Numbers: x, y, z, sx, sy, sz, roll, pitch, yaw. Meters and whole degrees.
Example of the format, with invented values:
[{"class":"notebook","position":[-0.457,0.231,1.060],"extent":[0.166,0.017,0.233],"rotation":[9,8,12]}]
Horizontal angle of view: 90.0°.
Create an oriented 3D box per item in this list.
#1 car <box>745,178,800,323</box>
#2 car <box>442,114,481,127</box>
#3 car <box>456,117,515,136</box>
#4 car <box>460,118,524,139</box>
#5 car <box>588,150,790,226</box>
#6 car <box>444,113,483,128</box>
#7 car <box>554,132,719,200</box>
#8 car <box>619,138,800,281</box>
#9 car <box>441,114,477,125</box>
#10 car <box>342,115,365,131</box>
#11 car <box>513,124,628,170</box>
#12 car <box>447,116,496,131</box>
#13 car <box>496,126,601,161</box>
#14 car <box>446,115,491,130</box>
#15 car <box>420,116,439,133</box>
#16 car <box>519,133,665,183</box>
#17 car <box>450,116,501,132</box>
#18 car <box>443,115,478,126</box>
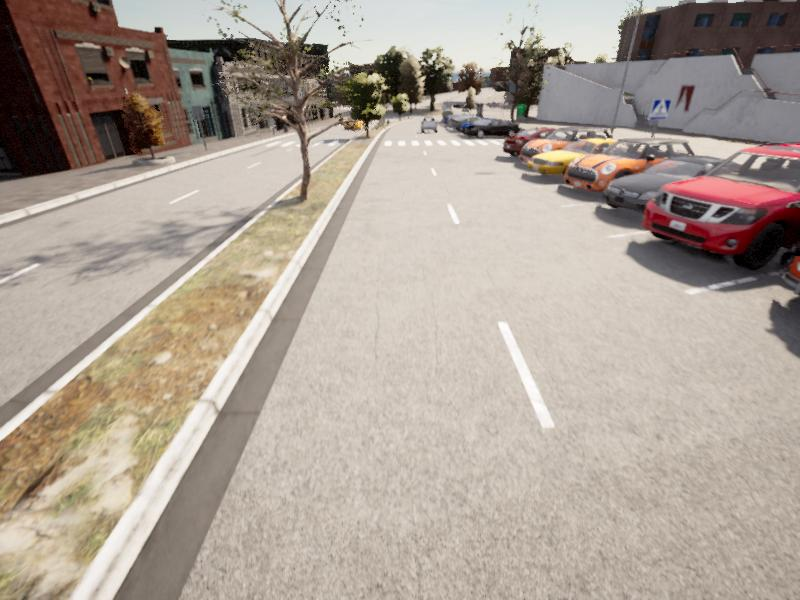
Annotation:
[{"class":"car","position":[7.970,-0.806,5.886],"extent":[4.442,1.987,1.878],"rotation":[-9,29,-18]},{"class":"car","position":[8.700,-25.418,56.642],"extent":[5.008,1.535,2.097],"rotation":[-6,26,-15]},{"class":"car","position":[8.108,-16.485,37.998],"extent":[5.008,1.535,2.097],"rotation":[-8,27,-18]},{"class":"car","position":[8.102,-15.197,35.330],"extent":[5.008,1.535,2.097],"rotation":[-8,27,-18]},{"class":"car","position":[8.083,-3.287,11.350],"extent":[4.674,1.452,2.002],"rotation":[-9,28,-18]},{"class":"car","position":[8.571,-24.263,53.934],"extent":[4.553,1.767,2.185],"rotation":[-7,27,-15]},{"class":"car","position":[8.112,-4.778,13.940],"extent":[4.553,1.767,2.185],"rotation":[-9,28,-18]},{"class":"car","position":[8.054,-2.192,8.549],"extent":[5.566,2.045,2.435],"rotation":[-9,29,-18]},{"class":"car","position":[9.113,-27.953,61.963],"extent":[4.892,1.521,2.231],"rotation":[-6,26,-14]},{"class":"car","position":[-5.553,-21.466,48.471],"extent":[1.882,1.535,5.008],"rotation":[1,26,2]},{"class":"car","position":[8.118,-7.445,19.261],"extent":[4.553,1.767,2.185],"rotation":[-9,28,-18]},{"class":"car","position":[8.198,-20.326,45.996],"extent":[4.892,1.521,2.231],"rotation":[-8,27,-17]},{"class":"car","position":[8.080,-8.654,21.975],"extent":[5.008,1.535,2.097],"rotation":[-9,28,-18]},{"class":"car","position":[8.281,-21.602,48.660],"extent":[4.892,1.521,2.231],"rotation":[-7,26,-16]},{"class":"car","position":[3.138,-19.198,43.721],"extent":[1.845,1.501,3.633],"rotation":[0,26,1]},{"class":"car","position":[7.912,-5.971,16.583],"extent":[5.366,1.575,1.946],"rotation":[-9,28,-18]},{"class":"car","position":[8.140,-19.046,43.328],"extent":[4.892,1.521,2.231],"rotation":[-8,27,-17]},{"class":"car","position":[8.901,-26.648,59.316],"extent":[4.674,1.452,2.002],"rotation":[-6,27,-14]}]
